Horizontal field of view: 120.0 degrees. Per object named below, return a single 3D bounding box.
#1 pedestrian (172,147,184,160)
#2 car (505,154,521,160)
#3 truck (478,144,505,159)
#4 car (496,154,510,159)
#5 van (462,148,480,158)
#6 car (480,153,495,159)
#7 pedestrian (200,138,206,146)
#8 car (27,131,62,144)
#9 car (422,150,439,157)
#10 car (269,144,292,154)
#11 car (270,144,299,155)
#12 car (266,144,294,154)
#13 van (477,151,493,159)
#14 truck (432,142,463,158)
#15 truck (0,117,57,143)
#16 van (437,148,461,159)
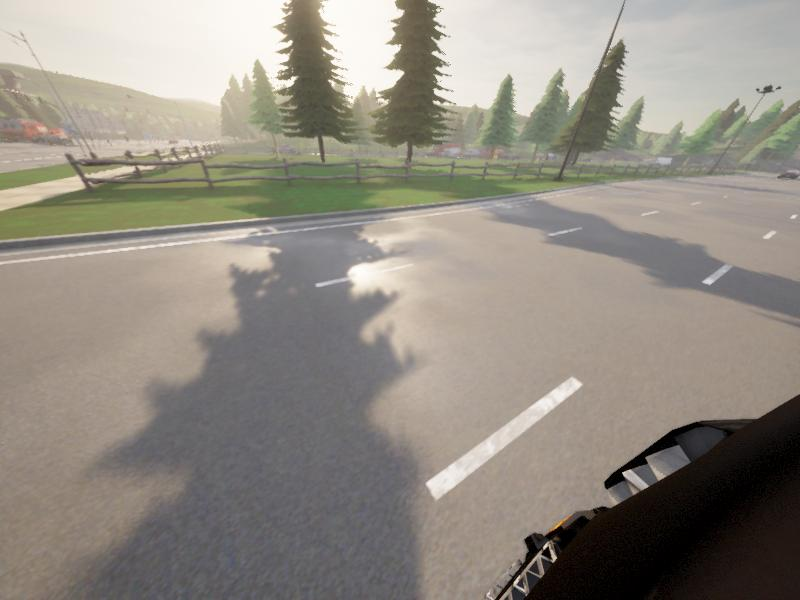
[{"bbox_3d":[-23.014,-15.225,23.974,0.500,1.100,0.500,-13,37,-23],"label":"pedestrian"},{"bbox_3d":[37.825,-47.805,77.335,4.892,1.490,1.837,-16,38,-26],"label":"car"},{"bbox_3d":[30.201,-48.821,76.222,8.468,3.827,2.891,-16,38,-26],"label":"truck"},{"bbox_3d":[37.441,-52.172,83.862,5.008,1.535,1.882,-16,38,-26],"label":"car"},{"bbox_3d":[24.795,-51.226,80.599,5.915,2.561,1.988,-16,38,-26],"label":"van"},{"bbox_3d":[30.393,-50.126,80.356,4.514,1.525,2.007,-16,38,-26],"label":"car"},{"bbox_3d":[-58.654,-47.052,68.748,0.751,1.860,0.751,-17,38,-27],"label":"pedestrian"},{"bbox_3d":[-69.254,-31.630,45.081,1.905,1.878,3.866,-16,38,-26],"label":"car"},{"bbox_3d":[9.343,-44.256,69.722,4.553,1.767,2.097,-16,38,-26],"label":"car"},{"bbox_3d":[-25.375,-32.045,49.030,3.988,1.617,1.851,-16,38,-26],"label":"car"},{"bbox_3d":[-23.293,-30.414,46.701,4.856,1.649,2.033,-16,38,-26],"label":"car"},{"bbox_3d":[-26.759,-33.883,51.692,5.027,1.651,2.152,-16,38,-26],"label":"car"},{"bbox_3d":[26.137,-44.669,71.344,4.442,1.987,1.775,-16,38,-26],"label":"van"},{"bbox_3d":[13.904,-44.170,68.062,8.468,3.827,2.891,-16,38,-26],"label":"truck"},{"bbox_3d":[-74.501,-33.779,46.176,2.891,3.827,8.468,-16,38,-26],"label":"truck"},{"bbox_3d":[13.832,-41.343,65.058,6.366,2.431,2.351,-16,38,-26],"label":"van"}]
